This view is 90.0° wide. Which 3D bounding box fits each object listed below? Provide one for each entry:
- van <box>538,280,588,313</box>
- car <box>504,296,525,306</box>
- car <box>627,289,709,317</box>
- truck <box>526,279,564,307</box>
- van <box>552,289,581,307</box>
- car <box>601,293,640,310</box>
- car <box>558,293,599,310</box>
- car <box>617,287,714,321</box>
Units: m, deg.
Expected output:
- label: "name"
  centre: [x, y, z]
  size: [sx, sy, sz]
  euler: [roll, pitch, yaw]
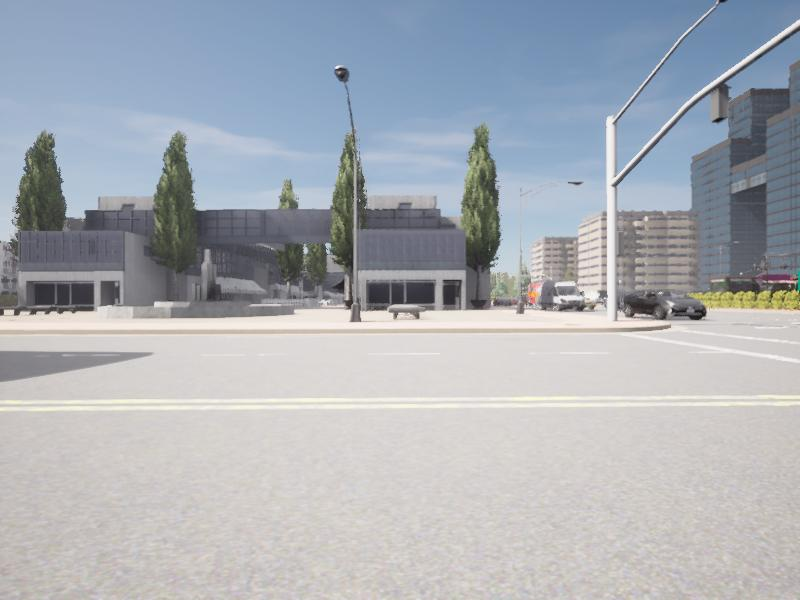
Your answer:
- label: "van"
  centre: [13.598, -0.319, 33.789]
  size: [1.988, 2.561, 5.915]
  euler: [0, 1, 2]
- label: "car"
  centre: [18.170, 0.202, 63.883]
  size: [2.163, 1.488, 4.792]
  euler: [0, 0, 2]
- label: "car"
  centre: [16.850, 0.156, 25.549]
  size: [1.801, 1.575, 5.366]
  euler: [0, 0, 3]
- label: "truck"
  centre: [21.575, -0.980, 60.203]
  size: [2.891, 3.827, 8.468]
  euler: [0, 0, 2]
- label: "van"
  centre: [25.086, -0.346, 60.516]
  size: [1.988, 2.561, 5.915]
  euler: [0, 0, 2]
- label: "car"
  centre: [20.752, 0.170, 37.823]
  size: [1.845, 1.501, 3.633]
  euler: [0, 0, 2]
- label: "car"
  centre: [17.294, 0.156, 39.062]
  size: [1.801, 1.575, 5.366]
  euler: [0, 0, 2]
- label: "car"
  centre: [13.153, 0.193, 20.227]
  size: [2.007, 1.525, 4.514]
  euler: [0, 0, 2]
